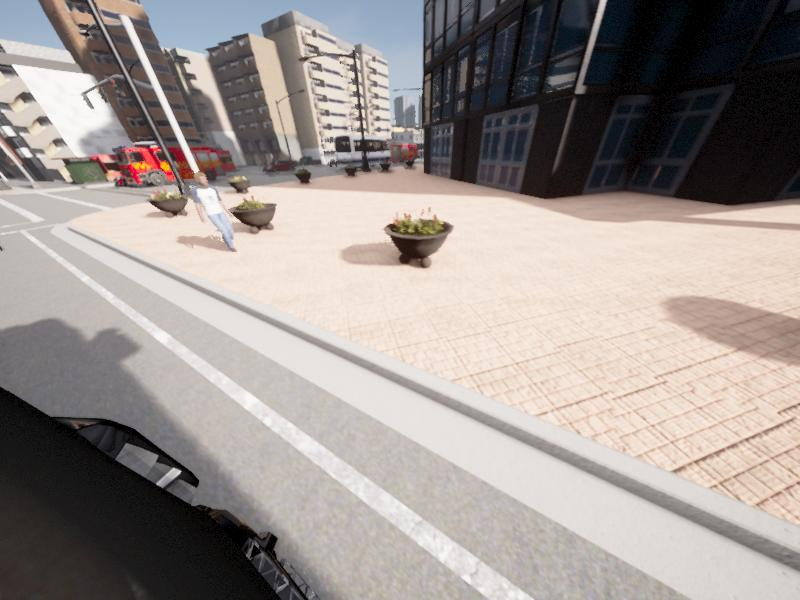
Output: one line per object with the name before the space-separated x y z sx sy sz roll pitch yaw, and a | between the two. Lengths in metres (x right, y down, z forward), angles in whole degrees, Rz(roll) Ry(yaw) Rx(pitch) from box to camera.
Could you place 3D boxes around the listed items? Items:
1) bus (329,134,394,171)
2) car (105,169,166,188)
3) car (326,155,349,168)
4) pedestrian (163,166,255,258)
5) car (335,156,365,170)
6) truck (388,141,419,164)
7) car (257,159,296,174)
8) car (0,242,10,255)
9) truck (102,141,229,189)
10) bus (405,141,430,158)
bus | -5.406 -22.687 35.599 3.944 4.253 10.273 15 37 26
car | -28.945 -13.462 25.459 1.970 1.475 3.806 16 37 26
car | -12.021 -26.749 44.544 1.905 1.878 3.866 14 36 24
pedestrian | -4.361 -2.050 5.426 0.751 1.860 0.751 14 37 24
car | -8.090 -22.601 38.071 2.033 1.649 4.856 15 37 26
truck | 0.954 -32.477 50.792 2.891 3.827 8.468 15 37 26
car | -18.455 -20.130 34.769 2.097 1.767 4.553 15 37 25
car | -14.612 -2.142 6.860 4.611 1.667 2.242 16 38 26
truck | -24.645 -14.915 25.242 2.891 3.827 8.468 15 37 25
bus | 6.031 -49.331 75.712 3.944 4.253 10.273 15 38 26
